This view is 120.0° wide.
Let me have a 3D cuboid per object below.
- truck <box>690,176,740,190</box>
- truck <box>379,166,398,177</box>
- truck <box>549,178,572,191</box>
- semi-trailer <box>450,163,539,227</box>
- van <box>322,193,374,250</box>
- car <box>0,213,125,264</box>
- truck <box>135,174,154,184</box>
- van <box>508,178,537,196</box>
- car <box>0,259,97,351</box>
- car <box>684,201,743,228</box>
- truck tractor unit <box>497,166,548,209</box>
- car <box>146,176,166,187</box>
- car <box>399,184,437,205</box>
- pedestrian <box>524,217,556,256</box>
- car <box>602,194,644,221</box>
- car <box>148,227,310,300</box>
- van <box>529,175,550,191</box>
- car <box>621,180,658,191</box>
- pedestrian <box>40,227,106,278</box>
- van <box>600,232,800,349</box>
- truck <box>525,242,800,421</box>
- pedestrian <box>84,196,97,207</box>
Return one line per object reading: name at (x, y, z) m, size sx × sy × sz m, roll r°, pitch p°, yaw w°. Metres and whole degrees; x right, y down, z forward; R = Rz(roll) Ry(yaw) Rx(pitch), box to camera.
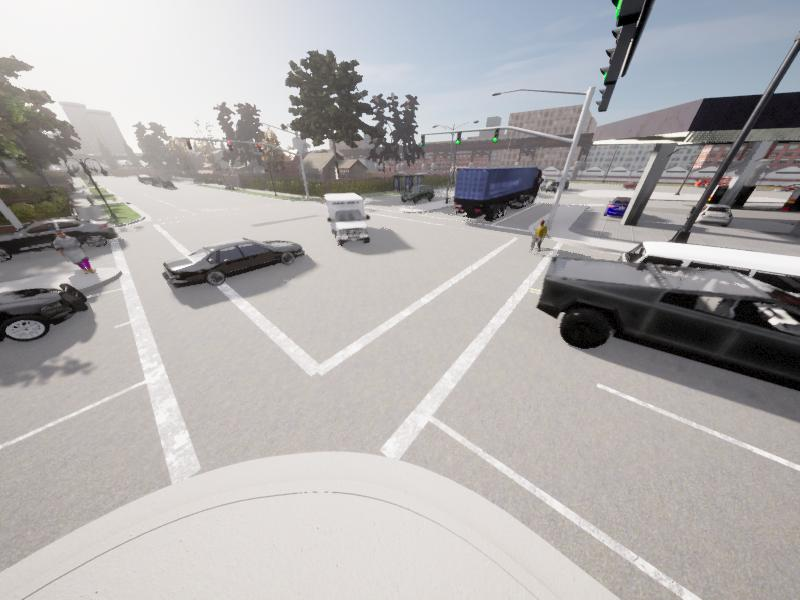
truck at (66.485, -24.816, 48.903) m, size 5.204 × 2.467 × 2.627 m, roll 18°, pitch 35°, yaw 28°
truck at (-5.110, -55.498, 99.901) m, size 8.468 × 3.827 × 2.891 m, roll 24°, pitch 38°, yaw 33°
truck at (33.105, -23.838, 47.596) m, size 2.390 × 2.098 × 6.274 m, roll 23°, pitch 37°, yaw 34°
semi-trailer at (9.908, -10.872, 22.816) m, size 2.717 × 4.402 × 14.254 m, roll 23°, pitch 37°, yaw 34°
van at (-3.720, -5.653, 15.769) m, size 2.351 × 2.431 × 6.366 m, roll -10°, pitch 31°, yaw -16°
car at (-19.649, -3.579, 12.981) m, size 2.152 × 1.651 × 5.027 m, roll 23°, pitch 37°, yaw 34°
truck at (-73.639, -34.910, 66.592) m, size 6.274 × 2.098 × 2.390 m, roll 23°, pitch 37°, yaw 33°
van at (21.196, -19.567, 39.869) m, size 2.351 × 2.431 × 6.366 m, roll 23°, pitch 37°, yaw 34°
car at (-11.856, 0.697, 5.557) m, size 1.930 × 1.638 × 5.238 m, roll 22°, pitch 37°, yaw 33°
car at (25.999, -7.245, 19.370) m, size 1.970 × 1.475 × 3.806 m, roll 23°, pitch 37°, yaw 34°
truck tractor unit at (14.951, -13.840, 28.148) m, size 3.053 × 4.208 × 6.516 m, roll 22°, pitch 37°, yaw 34°
car at (-60.753, -29.568, 57.549) m, size 5.566 × 2.045 × 2.150 m, roll 22°, pitch 37°, yaw 33°
car at (2.479, -14.378, 31.262) m, size 2.150 × 2.045 × 5.566 m, roll 23°, pitch 37°, yaw 34°
pedestrian at (7.475, -3.413, 12.403) m, size 0.751 × 1.860 × 0.751 m, roll -12°, pitch 32°, yaw -20°
car at (21.088, -8.924, 21.955) m, size 2.242 × 1.667 × 4.611 m, roll 23°, pitch 37°, yaw 34°
car at (-7.196, -1.981, 10.444) m, size 2.033 × 1.411 × 5.357 m, roll 22°, pitch 37°, yaw 34°
van at (29.220, -24.457, 48.227) m, size 1.988 × 2.561 × 5.915 m, roll 22°, pitch 37°, yaw 34°
car at (50.410, -24.236, 48.761) m, size 5.027 × 1.651 × 2.152 m, roll 23°, pitch 37°, yaw 34°
pedestrian at (-13.494, -1.958, 9.583) m, size 0.751 × 1.860 × 0.751 m, roll 14°, pitch 33°, yaw 23°
van at (9.670, -0.596, 7.398) m, size 4.480 × 2.038 × 2.069 m, roll 21°, pitch 36°, yaw 32°
truck at (6.938, 0.431, 5.558) m, size 6.274 × 2.098 × 2.390 m, roll 20°, pitch 35°, yaw 30°
pedestrian at (-35.857, -11.440, 26.781) m, size 0.500 × 1.100 × 0.500 m, roll 23°, pitch 37°, yaw 34°
